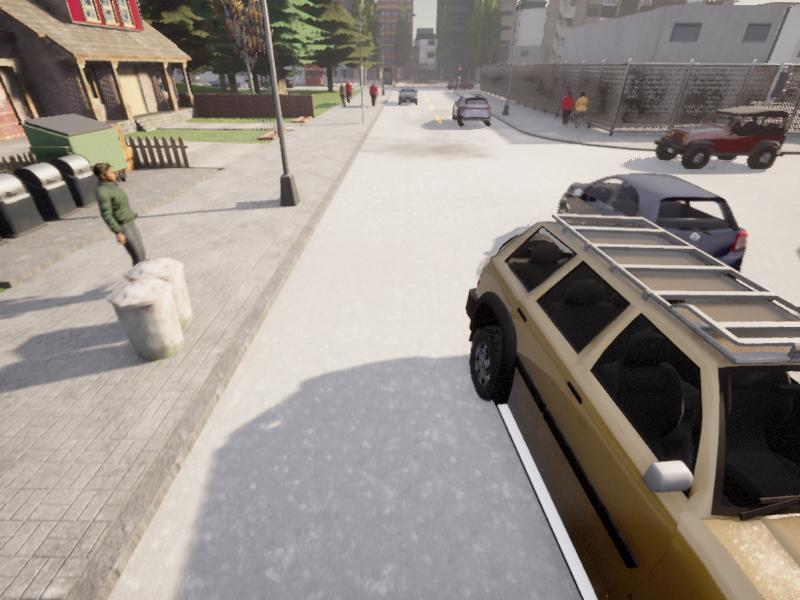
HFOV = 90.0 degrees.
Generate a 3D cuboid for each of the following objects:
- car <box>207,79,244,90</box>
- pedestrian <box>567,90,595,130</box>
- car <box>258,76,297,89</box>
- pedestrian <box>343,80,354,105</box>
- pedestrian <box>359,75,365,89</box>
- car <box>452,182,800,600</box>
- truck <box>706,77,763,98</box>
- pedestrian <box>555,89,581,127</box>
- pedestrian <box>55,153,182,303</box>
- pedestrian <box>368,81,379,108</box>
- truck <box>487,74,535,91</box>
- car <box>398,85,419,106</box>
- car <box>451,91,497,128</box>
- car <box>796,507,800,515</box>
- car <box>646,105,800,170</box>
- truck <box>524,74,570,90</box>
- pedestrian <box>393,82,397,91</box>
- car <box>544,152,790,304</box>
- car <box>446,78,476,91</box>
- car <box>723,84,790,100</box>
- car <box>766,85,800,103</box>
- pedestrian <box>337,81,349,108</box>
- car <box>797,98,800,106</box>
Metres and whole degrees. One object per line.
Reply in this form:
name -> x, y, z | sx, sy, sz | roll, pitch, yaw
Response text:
car -> -26.536, -32.933, 61.038 | 4.674, 1.442, 1.812 | 1, 30, 1
pedestrian -> 9.641, -10.151, 21.388 | 0.751, 1.860, 0.751 | 1, 30, 1
car -> -18.575, -33.090, 60.794 | 5.027, 1.651, 2.152 | 1, 30, 1
pedestrian -> -4.420, -17.771, 34.268 | 0.751, 1.860, 0.751 | 2, 30, 3
pedestrian -> -5.849, -33.244, 60.931 | 0.751, 1.860, 0.751 | 1, 30, 2
car -> 1.974, 0.804, 2.795 | 1.932, 1.855, 4.605 | 0, 32, -9
truck -> 40.015, -25.515, 48.013 | 4.478, 2.038, 2.069 | 1, 30, 1
pedestrian -> 9.380, -10.725, 22.367 | 0.751, 1.860, 0.751 | 0, 30, 0
pedestrian -> -3.777, -0.986, 5.558 | 0.751, 1.860, 0.751 | -7, 31, -12
pedestrian -> -2.080, -16.332, 31.835 | 0.751, 1.860, 0.751 | 2, 30, 2
truck -> 16.653, -32.818, 60.292 | 6.274, 2.098, 2.390 | 1, 30, 1
car -> 0.739, -18.710, 36.575 | 1.816, 1.474, 4.193 | 1, 30, 1
car -> 4.417, -11.860, 24.748 | 2.033, 1.649, 4.856 | 1, 30, 1
car -> 4.051, 2.004, 1.045 | 1.851, 1.617, 3.988 | 1, 30, 1
car -> 11.429, -5.759, 14.134 | 3.866, 1.878, 1.905 | 0, 30, -1
truck -> 23.314, -34.759, 63.695 | 6.274, 2.098, 2.390 | 1, 30, 0
pedestrian -> -0.685, -29.607, 55.525 | 0.500, 1.100, 0.500 | 3, 30, 4
car -> 4.167, -1.517, 7.147 | 1.845, 1.501, 3.633 | 1, 30, 1
car -> 9.136, -32.346, 59.879 | 3.988, 1.617, 1.851 | -16, 34, -26
car -> 39.782, -23.250, 44.753 | 5.357, 1.415, 2.033 | 1, 30, 1
car -> 40.115, -20.937, 40.678 | 3.633, 1.501, 1.845 | 1, 30, 1
pedestrian -> -4.508, -16.258, 31.678 | 0.751, 1.860, 0.751 | 1, 30, 0
car -> 39.102, -18.516, 36.185 | 3.866, 1.878, 1.905 | 1, 30, 1
